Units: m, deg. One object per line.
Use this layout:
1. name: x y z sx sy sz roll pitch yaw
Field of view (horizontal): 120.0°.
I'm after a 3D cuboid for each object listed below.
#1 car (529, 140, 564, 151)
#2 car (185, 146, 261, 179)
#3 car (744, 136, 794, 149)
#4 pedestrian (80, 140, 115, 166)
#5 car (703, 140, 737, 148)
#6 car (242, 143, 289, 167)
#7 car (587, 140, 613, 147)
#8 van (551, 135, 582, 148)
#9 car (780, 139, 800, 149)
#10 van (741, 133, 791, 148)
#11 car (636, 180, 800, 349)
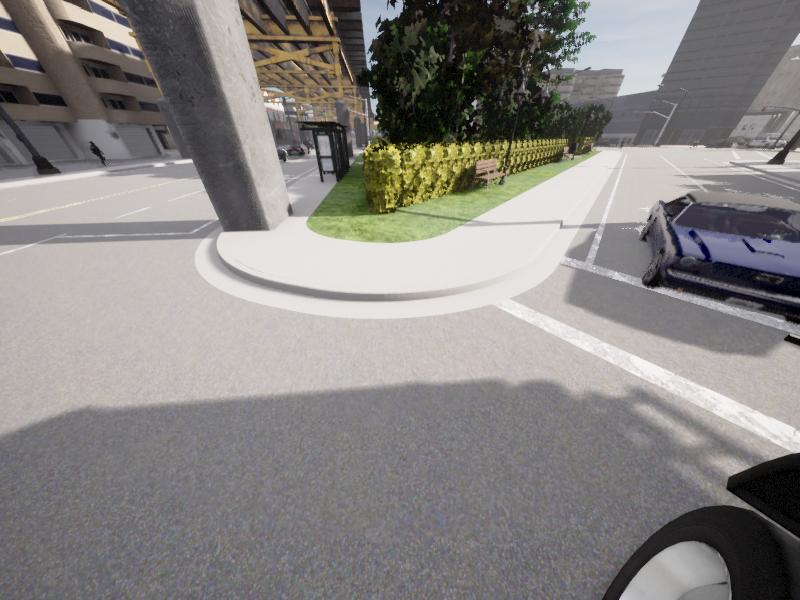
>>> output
1. car: 26.569 -28.104 42.038 4.902 1.511 2.128 -3 35 -4
2. car: -12.413 -10.107 16.755 1.930 1.638 5.238 -3 35 -4
3. car: 71.848 -30.706 45.035 5.566 2.045 2.150 -3 35 -4
4. pedestrian: -25.846 -12.564 19.790 0.751 1.860 0.751 -2 35 -3
5. car: 65.935 -32.182 47.635 4.193 1.474 1.816 -3 35 -4
6. car: -13.088 -14.515 22.983 2.152 1.651 5.027 -3 36 -4
7. car: 50.796 -39.852 58.728 2.163 1.488 4.792 -3 35 -5
8. van: 40.445 -38.828 56.474 2.351 2.431 6.366 -3 35 -4
9. car: 78.996 -30.842 45.689 4.193 1.474 1.816 -3 35 -4
10. van: 76.032 -33.143 48.026 5.915 2.561 1.988 -3 35 -4
11. car: 6.156 -1.196 4.419 1.895 1.301 4.718 25 43 31
